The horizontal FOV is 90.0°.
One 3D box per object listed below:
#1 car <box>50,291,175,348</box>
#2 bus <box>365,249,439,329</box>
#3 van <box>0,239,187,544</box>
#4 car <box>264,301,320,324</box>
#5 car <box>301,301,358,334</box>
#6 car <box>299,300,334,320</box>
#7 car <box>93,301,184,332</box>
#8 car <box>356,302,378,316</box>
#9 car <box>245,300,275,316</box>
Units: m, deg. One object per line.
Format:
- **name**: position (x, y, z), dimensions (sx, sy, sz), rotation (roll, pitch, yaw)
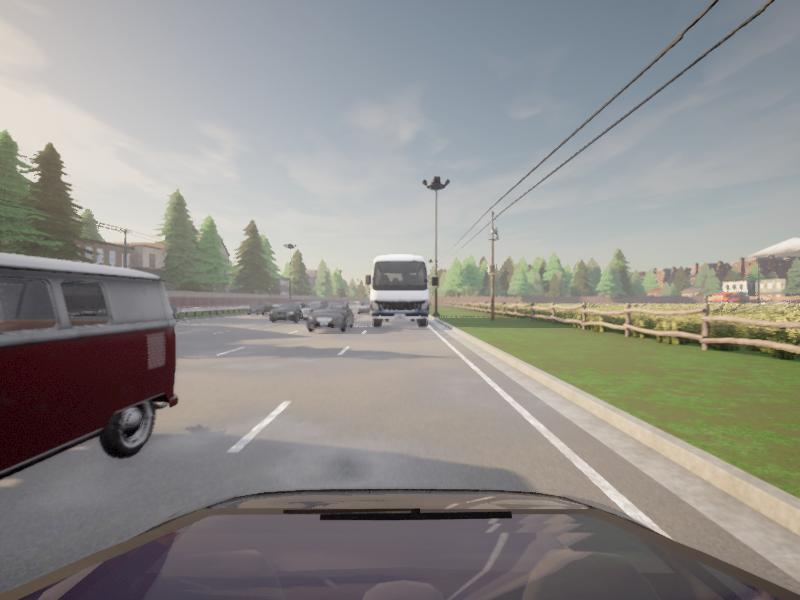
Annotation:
- **car**: position (-10.506, 0.641, 15.031), dimensions (1.905, 1.878, 3.866), rotation (0, 0, 0)
- **bus**: position (0.114, -0.537, 26.346), dimensions (3.944, 4.253, 10.273), rotation (0, 0, 0)
- **van**: position (-3.500, 0.598, 2.693), dimensions (1.775, 1.987, 4.442), rotation (0, 0, 0)
- **car**: position (-7.699, 0.827, 29.127), dimensions (2.038, 1.542, 4.974), rotation (0, 0, 10)
- **car**: position (-3.506, 0.830, 20.895), dimensions (2.128, 1.511, 4.902), rotation (0, 0, 0)
- **car**: position (-6.985, 0.810, 33.996), dimensions (1.882, 1.535, 5.008), rotation (0, 0, 0)
- **car**: position (-14.005, 0.823, 21.795), dimensions (2.007, 1.525, 4.514), rotation (0, 0, 0)
- **car**: position (-3.492, 0.933, 43.213), dimensions (1.895, 1.301, 4.718), rotation (0, 0, 0)
- **car**: position (-14.011, 0.807, 40.230), dimensions (1.789, 1.549, 3.705), rotation (0, 0, 0)
